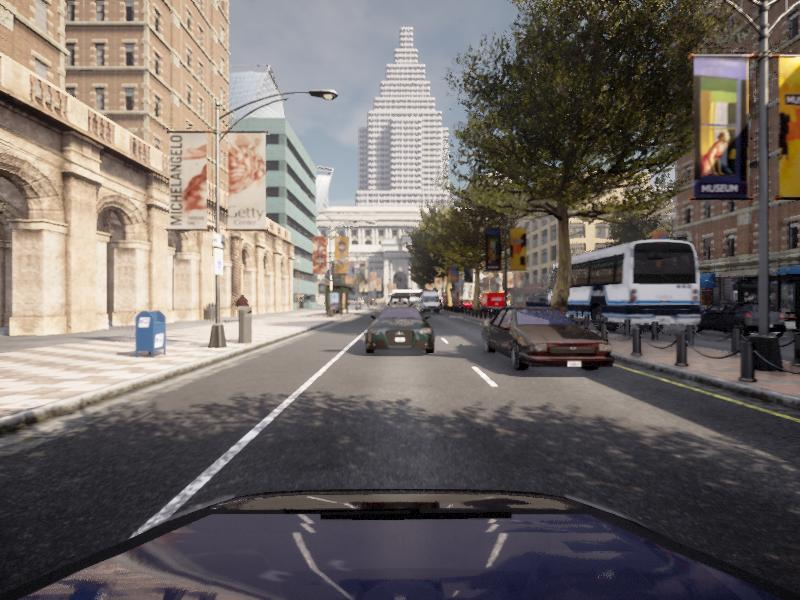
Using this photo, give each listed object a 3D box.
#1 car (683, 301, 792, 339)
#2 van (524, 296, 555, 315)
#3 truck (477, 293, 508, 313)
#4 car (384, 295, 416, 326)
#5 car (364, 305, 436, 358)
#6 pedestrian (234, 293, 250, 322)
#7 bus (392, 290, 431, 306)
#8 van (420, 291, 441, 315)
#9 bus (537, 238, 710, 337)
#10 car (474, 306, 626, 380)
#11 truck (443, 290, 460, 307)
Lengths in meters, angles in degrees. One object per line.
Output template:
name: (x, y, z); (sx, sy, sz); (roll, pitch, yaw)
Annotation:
car: (15.005, 0.824, 18.071); (1.845, 1.501, 3.633); (0, 0, 0)
van: (15.009, 0.591, 43.203); (1.775, 1.987, 4.442); (0, 0, 0)
truck: (11.520, 0.352, 50.369); (2.627, 2.467, 5.204); (0, 0, -1)
car: (0.007, 0.641, 26.298); (1.905, 1.878, 3.866); (0, 0, 0)
car: (0.003, 0.904, 13.056); (1.994, 1.385, 4.181); (0, 0, 0)
pedestrian: (-10.346, 0.480, 26.189); (0.751, 1.860, 0.751); (0, 0, -4)
bus: (3.099, -0.558, 108.399); (10.273, 4.253, 3.944); (0, 0, 0)
van: (3.506, 0.314, 46.800); (1.988, 2.561, 5.915); (0, 0, 0)
bus: (11.383, -0.539, 22.350); (3.944, 4.253, 10.273); (0, 0, 0)
car: (3.500, 0.892, 10.679); (2.033, 1.411, 5.357); (0, 0, 0)
truck: (11.525, -0.340, 90.297); (2.891, 3.827, 8.468); (0, 0, 0)
